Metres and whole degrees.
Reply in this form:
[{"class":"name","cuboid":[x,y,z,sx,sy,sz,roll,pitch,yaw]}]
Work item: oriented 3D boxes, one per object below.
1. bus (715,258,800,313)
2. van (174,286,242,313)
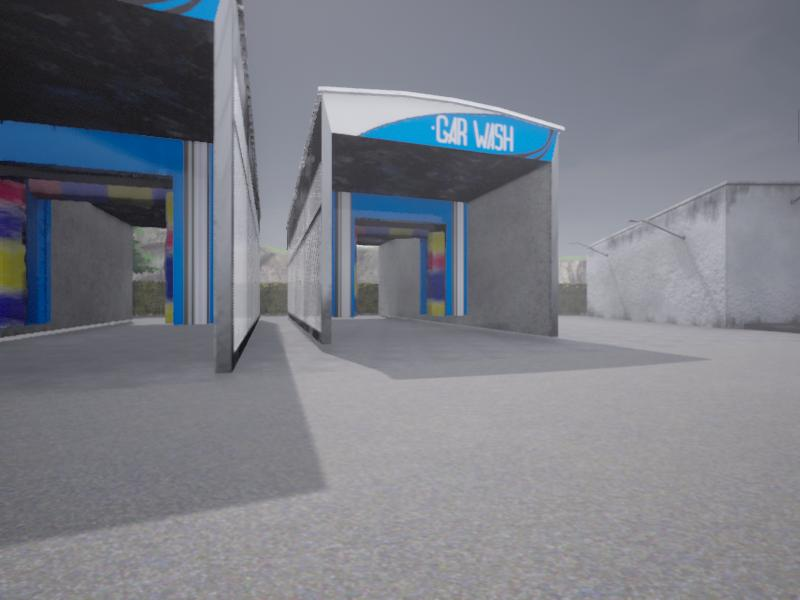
[{"class":"bus","cuboid":[32.540,-1.104,32.784,10.273,4.253,3.944,0,0,0]},{"class":"van","cuboid":[-15.158,-0.043,31.834,4.480,2.038,2.069,0,0,-11]}]
